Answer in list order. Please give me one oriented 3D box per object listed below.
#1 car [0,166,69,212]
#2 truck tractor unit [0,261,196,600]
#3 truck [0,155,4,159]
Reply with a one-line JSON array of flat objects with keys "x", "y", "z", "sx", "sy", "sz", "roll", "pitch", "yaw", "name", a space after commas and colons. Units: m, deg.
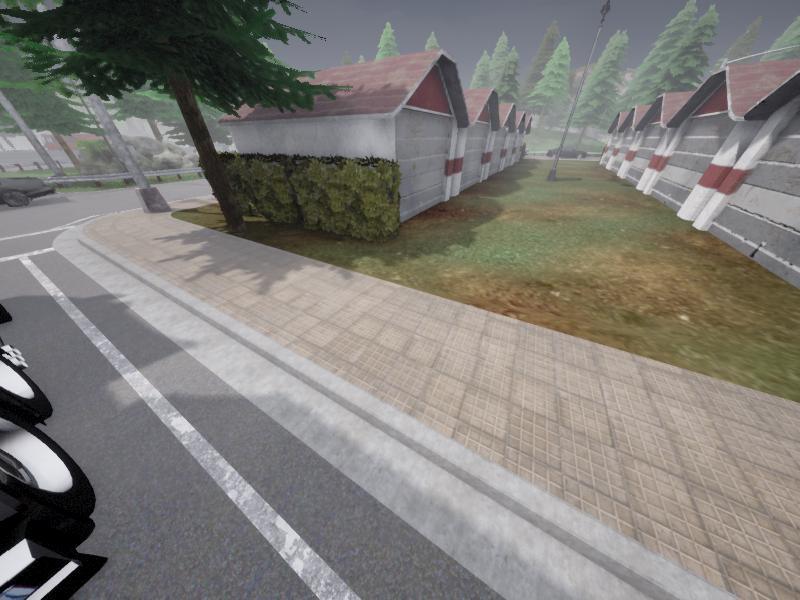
[{"x": -17.488, "y": -3.974, "z": 8.742, "sx": 2.033, "sy": 1.411, "sz": 5.357, "roll": 8, "pitch": 36, "yaw": 11, "name": "car"}, {"x": -5.107, "y": -0.305, "z": 0.785, "sx": 6.516, "sy": 4.208, "sz": 3.053, "roll": 19, "pitch": 39, "yaw": 24, "name": "truck tractor unit"}, {"x": -69.900, "y": -24.096, "z": 37.288, "sx": 2.627, "sy": 2.467, "sz": 5.204, "roll": 18, "pitch": 39, "yaw": 25, "name": "truck"}]
